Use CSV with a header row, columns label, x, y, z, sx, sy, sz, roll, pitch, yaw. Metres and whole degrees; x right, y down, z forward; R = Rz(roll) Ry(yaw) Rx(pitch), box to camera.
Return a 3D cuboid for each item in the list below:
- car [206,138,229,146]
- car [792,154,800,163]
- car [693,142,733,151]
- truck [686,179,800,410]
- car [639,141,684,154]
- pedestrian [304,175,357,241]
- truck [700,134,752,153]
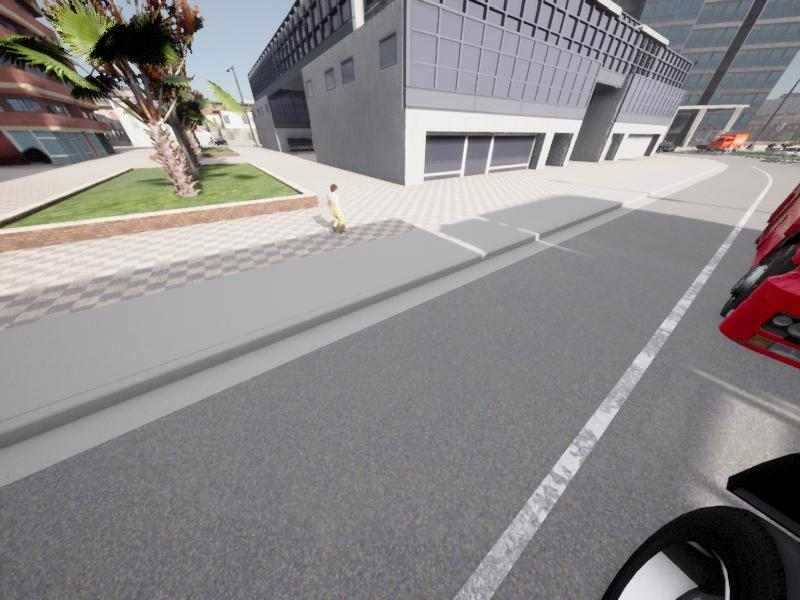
label,x,y,z,sx,sy,sz,roll,pitch,yaw
car,-39.807,-34.473,50.394,3.633,1.501,1.845,-22,41,-28
car,41.050,-13.694,21.449,1.905,1.878,3.866,-3,35,-4
car,57.801,-28.374,42.702,4.718,1.301,1.895,-5,35,-7
truck,7.861,-1.569,2.780,8.468,3.827,2.891,-22,41,-28
car,42.158,-24.746,37.464,2.038,1.542,4.974,3,35,5
pedestrian,-1.657,-2.272,5.701,0.751,1.300,0.751,20,40,26
truck,55.002,-26.494,39.036,5.204,2.467,2.627,-10,36,-14
